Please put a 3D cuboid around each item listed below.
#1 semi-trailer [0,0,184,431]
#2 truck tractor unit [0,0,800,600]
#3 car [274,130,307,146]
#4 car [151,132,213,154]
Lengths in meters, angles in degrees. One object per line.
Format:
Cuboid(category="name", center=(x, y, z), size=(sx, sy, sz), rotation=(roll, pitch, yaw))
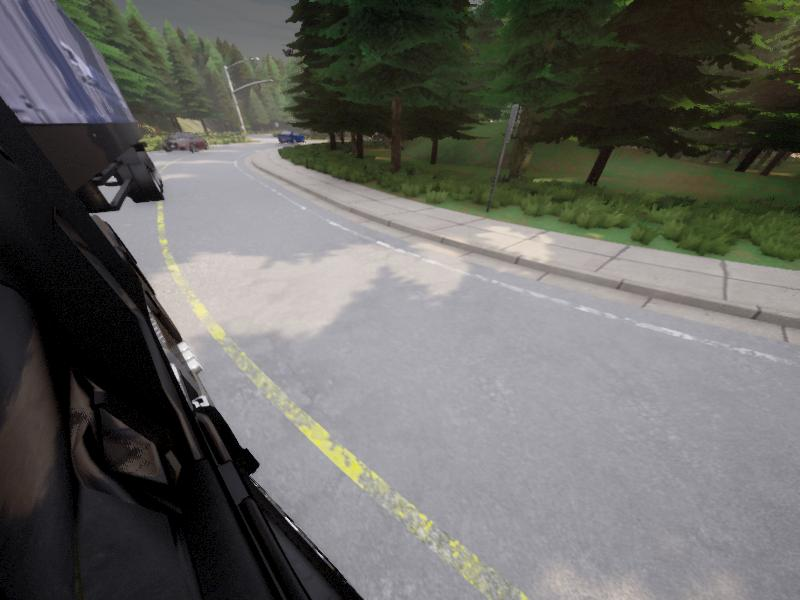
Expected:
Cuboid(category="semi-trailer", center=(-7.908, -4.018, 4.912), size=(2.717, 4.402, 14.254), rotation=(-25, 44, -31))
Cuboid(category="truck tractor unit", center=(-2.645, -0.295, 0.351), size=(6.516, 4.208, 3.053), rotation=(28, 44, 30))
Cuboid(category="car", center=(-14.952, -22.498, 31.999), size=(1.882, 1.535, 5.008), rotation=(5, 36, 3))
Cuboid(category="car", center=(-18.374, -13.486, 19.757), size=(1.994, 1.385, 4.181), rotation=(-6, 37, -10))
